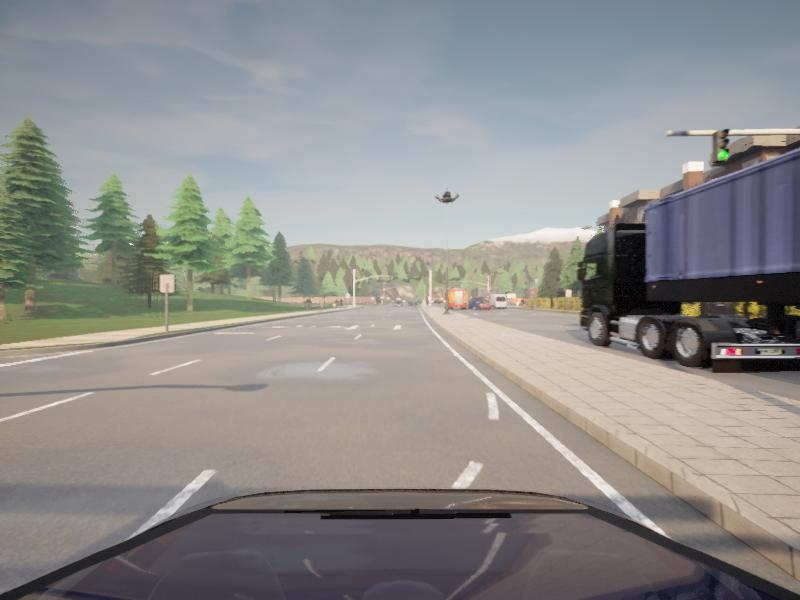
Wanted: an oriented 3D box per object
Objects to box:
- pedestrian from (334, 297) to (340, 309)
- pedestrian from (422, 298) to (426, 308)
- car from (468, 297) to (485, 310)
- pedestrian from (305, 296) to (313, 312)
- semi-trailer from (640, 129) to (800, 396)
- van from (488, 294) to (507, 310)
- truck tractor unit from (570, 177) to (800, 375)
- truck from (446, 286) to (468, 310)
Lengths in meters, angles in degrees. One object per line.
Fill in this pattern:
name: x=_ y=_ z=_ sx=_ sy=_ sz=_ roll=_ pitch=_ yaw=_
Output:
pedestrian: x=-10.272 y=0.494 z=65.224 sx=0.751 sy=1.860 sz=0.751 roll=0 pitch=0 yaw=-1
pedestrian: x=4.353 y=0.507 z=71.552 sx=0.751 sy=1.860 sz=0.751 roll=0 pitch=0 yaw=4
car: x=13.155 y=0.590 z=69.024 sx=2.150 sy=2.045 sz=5.566 roll=0 pitch=0 yaw=2
pedestrian: x=-11.121 y=0.489 z=48.911 sx=0.751 sy=1.860 sz=0.751 roll=0 pitch=0 yaw=4
semi-trailer: x=7.948 y=-0.618 z=3.819 sx=2.717 sy=4.402 sz=14.254 roll=0 pitch=0 yaw=0
van: x=16.640 y=0.343 z=68.370 sx=1.988 sy=2.561 sz=5.915 roll=0 pitch=0 yaw=2
truck tractor unit: x=7.925 y=-0.517 z=11.737 sx=3.053 sy=4.208 sz=6.516 roll=0 pitch=0 yaw=0
truck: x=9.634 y=-0.298 z=68.374 sx=2.891 sy=3.827 sz=8.468 roll=0 pitch=0 yaw=2
